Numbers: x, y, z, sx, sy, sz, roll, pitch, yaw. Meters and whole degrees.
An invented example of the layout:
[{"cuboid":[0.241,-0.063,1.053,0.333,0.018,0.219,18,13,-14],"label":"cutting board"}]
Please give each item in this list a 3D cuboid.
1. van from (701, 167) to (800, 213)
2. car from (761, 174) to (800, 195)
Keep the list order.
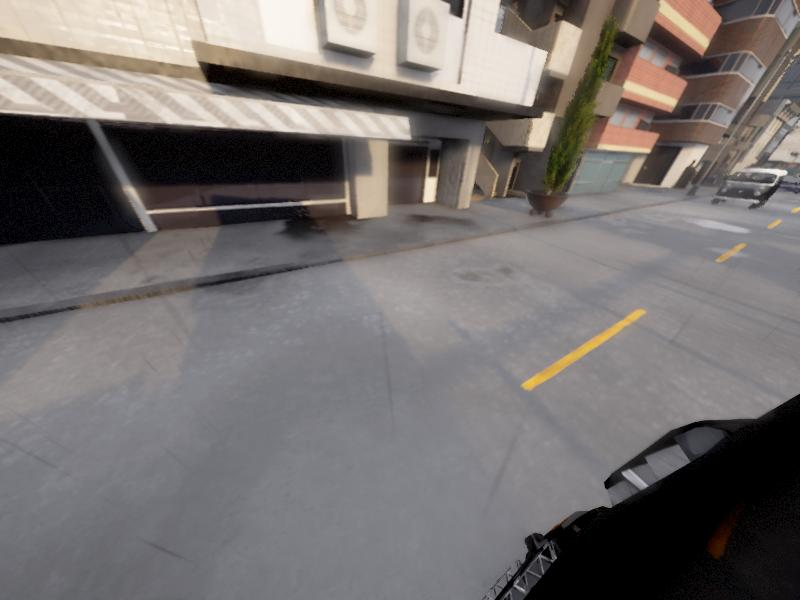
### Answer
[{"cuboid":[20.902,-6.685,13.781,4.480,2.038,2.069,-16,38,-26],"label":"van"},{"cuboid":[38.658,-11.504,22.918,4.792,1.488,2.163,-16,38,-26],"label":"car"}]
